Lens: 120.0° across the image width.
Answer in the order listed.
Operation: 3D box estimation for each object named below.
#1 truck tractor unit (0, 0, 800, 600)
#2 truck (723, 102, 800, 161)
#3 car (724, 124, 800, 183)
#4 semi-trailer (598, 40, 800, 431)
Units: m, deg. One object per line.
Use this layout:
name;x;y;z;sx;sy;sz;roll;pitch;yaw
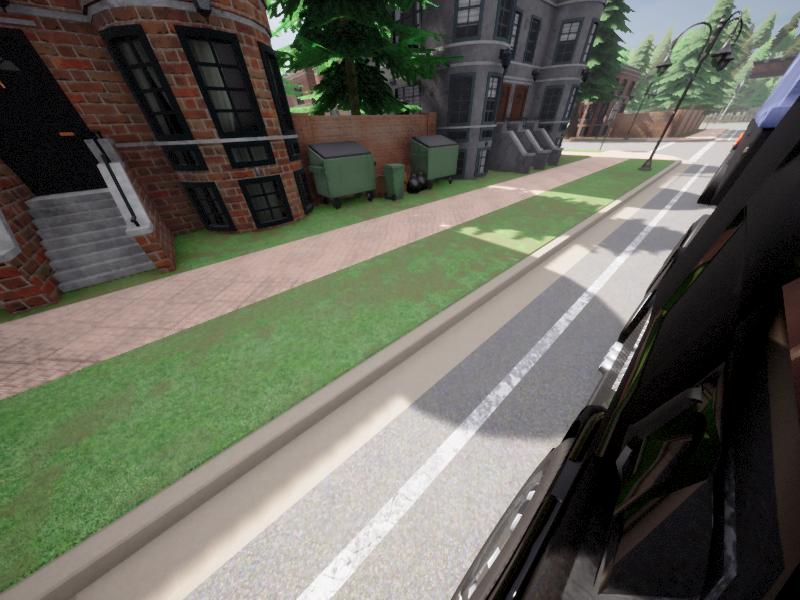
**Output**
truck tractor unit;2.645;-0.295;0.351;6.516;4.208;3.053;-28;44;-30
truck;21.915;-9.847;13.386;5.204;2.467;2.627;-28;44;-30
car;16.109;-6.402;9.849;5.238;1.638;1.930;-28;44;-30
semi-trailer;8.695;-3.607;4.233;14.254;4.402;2.717;-28;44;-30
